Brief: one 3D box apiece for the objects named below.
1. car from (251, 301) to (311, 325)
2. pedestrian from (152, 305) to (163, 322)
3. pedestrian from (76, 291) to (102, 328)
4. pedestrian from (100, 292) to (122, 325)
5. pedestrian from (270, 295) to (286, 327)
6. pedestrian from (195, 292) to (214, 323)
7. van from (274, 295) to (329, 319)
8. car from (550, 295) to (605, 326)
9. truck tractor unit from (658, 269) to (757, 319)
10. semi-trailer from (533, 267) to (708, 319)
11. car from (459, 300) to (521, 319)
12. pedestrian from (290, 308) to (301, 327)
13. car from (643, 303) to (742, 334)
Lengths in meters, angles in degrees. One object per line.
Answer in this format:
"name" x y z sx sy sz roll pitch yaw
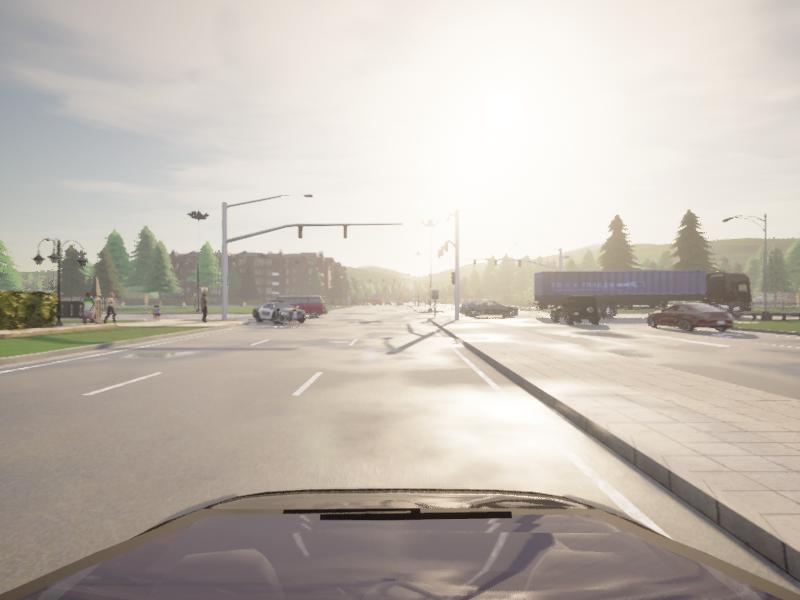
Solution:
"car" -8.396 0.834 27.973 2.038 1.542 4.974 0 0 -43
"pedestrian" -16.051 0.873 26.519 0.500 1.100 0.500 0 0 -17
"pedestrian" -16.027 0.491 20.626 0.751 1.860 0.751 0 0 -1
"pedestrian" -16.576 0.492 22.959 0.751 1.860 0.751 0 0 4
"pedestrian" -7.172 0.645 23.616 0.751 1.860 0.751 0 0 -4
"pedestrian" -11.832 0.461 24.236 0.751 1.860 0.751 0 0 -1
"van" -8.642 0.608 35.464 4.442 1.987 1.775 0 0 -1
"car" 11.499 0.653 26.262 1.905 1.878 3.866 0 0 0
"truck tractor unit" 27.351 -0.510 35.831 6.516 4.208 3.053 0 0 -1
"semi-trailer" 19.435 -0.608 35.751 14.254 4.402 2.717 0 0 -1
"car" 7.901 0.791 35.637 5.027 1.651 2.152 0 0 -1
"pedestrian" -6.163 1.024 23.603 0.500 1.100 0.500 0 0 -1
"car" 15.043 0.876 20.973 1.812 1.442 4.674 0 0 1
